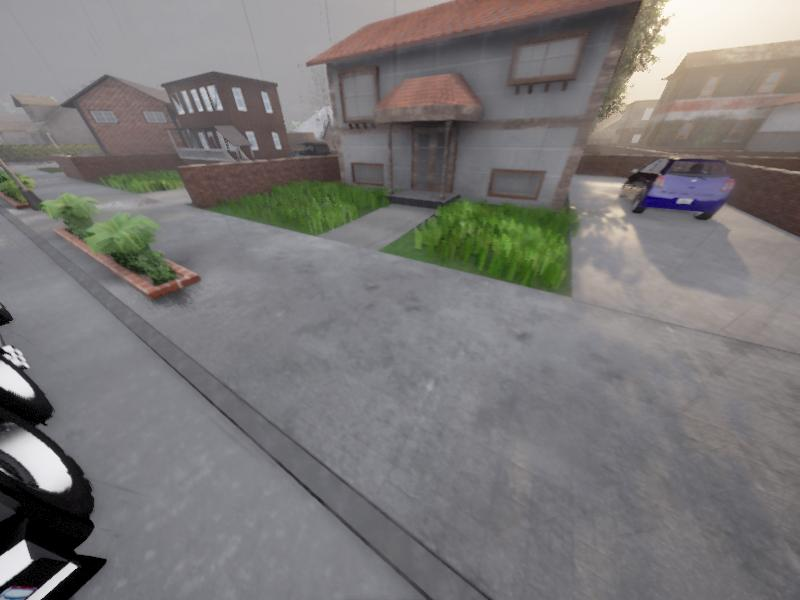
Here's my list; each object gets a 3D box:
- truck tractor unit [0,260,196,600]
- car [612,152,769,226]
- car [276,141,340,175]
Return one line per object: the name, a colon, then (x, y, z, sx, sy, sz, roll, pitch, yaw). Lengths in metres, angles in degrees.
truck tractor unit: (-5.107, -0.303, 0.795, 6.516, 4.208, 3.053, 18, 39, 25)
car: (8.565, -3.750, 7.376, 1.845, 1.501, 3.633, 18, 39, 25)
car: (-6.641, -10.389, 16.801, 3.866, 1.878, 1.905, 18, 39, 25)
